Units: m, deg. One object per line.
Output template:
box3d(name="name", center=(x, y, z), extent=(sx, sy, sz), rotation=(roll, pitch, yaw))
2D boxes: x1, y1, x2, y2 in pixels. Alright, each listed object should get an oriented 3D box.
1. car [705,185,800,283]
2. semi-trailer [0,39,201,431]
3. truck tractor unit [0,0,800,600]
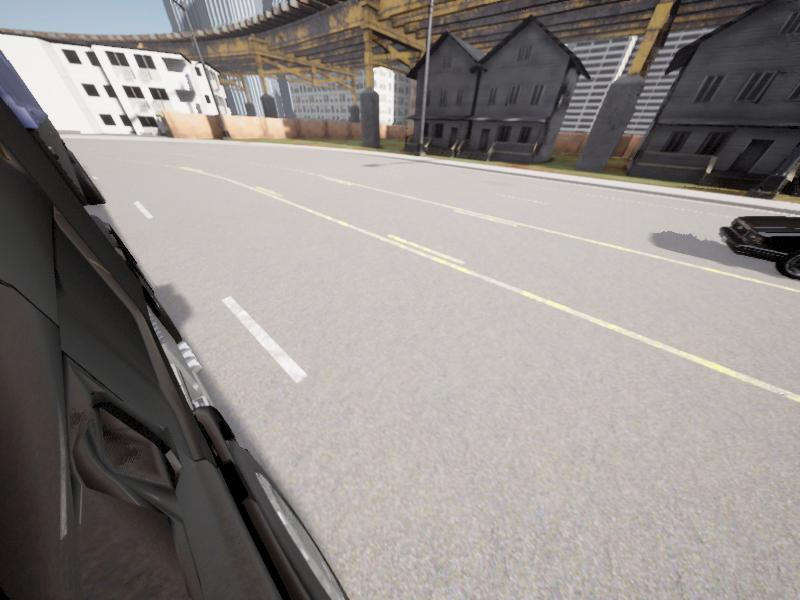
box3d(name="car", center=(9.892, -0.680, 4.025), extent=(5.357, 1.411, 2.033), rotation=(29, 44, 30))
box3d(name="semi-trailer", center=(-8.675, -3.622, 4.250), extent=(14.254, 4.402, 2.717), rotation=(28, 44, 30))
box3d(name="truck tractor unit", center=(-2.645, -0.295, 0.351), extent=(6.516, 4.208, 3.053), rotation=(28, 44, 30))
